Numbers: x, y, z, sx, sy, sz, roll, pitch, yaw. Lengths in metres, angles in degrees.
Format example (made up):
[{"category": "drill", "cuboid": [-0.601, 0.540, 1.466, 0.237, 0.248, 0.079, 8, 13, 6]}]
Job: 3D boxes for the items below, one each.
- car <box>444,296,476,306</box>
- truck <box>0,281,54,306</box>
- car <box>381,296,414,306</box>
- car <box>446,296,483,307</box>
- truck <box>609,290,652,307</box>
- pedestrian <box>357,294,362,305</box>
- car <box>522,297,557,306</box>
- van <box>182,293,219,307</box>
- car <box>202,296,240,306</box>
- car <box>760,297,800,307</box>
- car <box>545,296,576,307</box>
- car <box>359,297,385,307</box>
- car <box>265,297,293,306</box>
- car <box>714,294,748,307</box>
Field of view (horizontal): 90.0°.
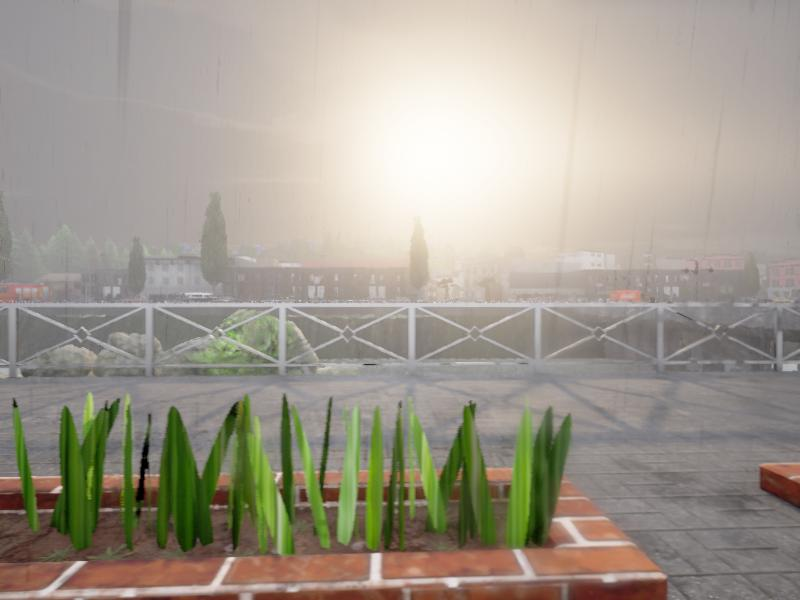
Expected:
[{"category": "car", "cuboid": [9.631, 0.185, 64.861, 4.856, 1.649, 2.033, 0, 0, -2]}, {"category": "truck", "cuboid": [-59.049, -0.959, 61.902, 8.468, 3.827, 2.891, 0, 0, -2]}, {"category": "car", "cuboid": [-0.417, 0.172, 64.420, 5.238, 1.638, 1.930, 0, 0, -2]}, {"category": "car", "cuboid": [9.800, 0.177, 60.888, 5.238, 1.638, 1.930, 0, 0, -2]}, {"category": "truck", "cuboid": [35.706, -0.227, 62.009, 5.204, 2.467, 2.627, 0, 0, -2]}, {"category": "pedestrian", "cuboid": [-6.786, -0.068, 66.700, 0.751, 1.860, 0.751, 0, 0, 4]}, {"category": "car", "cuboid": [22.775, 0.210, 65.452, 4.974, 1.542, 2.038, 0, 0, -2]}, {"category": "van", "cuboid": [-29.476, -0.039, 59.181, 4.480, 2.038, 2.069, 0, 0, -3]}, {"category": "car", "cuboid": [-28.258, 0.159, 63.237, 5.238, 1.638, 1.930, 0, 0, -2]}, {"category": "car", "cuboid": [60.108, 0.250, 63.067, 5.366, 1.575, 1.801, 0, 0, -2]}, {"category": "car", "cuboid": [24.596, 0.201, 61.526, 3.988, 1.617, 1.851, 0, 0, -2]}, {"category": "car", "cuboid": [-4.168, 0.252, 60.286, 3.806, 1.475, 1.970, 0, 0, -2]}, {"category": "car", "cuboid": [-19.234, 0.245, 63.624, 3.806, 1.475, 1.970, 0, 0, -3]}, {"category": "car", "cuboid": [51.838, 0.082, 62.707, 3.866, 1.878, 1.905, 0, 0, -2]}]
